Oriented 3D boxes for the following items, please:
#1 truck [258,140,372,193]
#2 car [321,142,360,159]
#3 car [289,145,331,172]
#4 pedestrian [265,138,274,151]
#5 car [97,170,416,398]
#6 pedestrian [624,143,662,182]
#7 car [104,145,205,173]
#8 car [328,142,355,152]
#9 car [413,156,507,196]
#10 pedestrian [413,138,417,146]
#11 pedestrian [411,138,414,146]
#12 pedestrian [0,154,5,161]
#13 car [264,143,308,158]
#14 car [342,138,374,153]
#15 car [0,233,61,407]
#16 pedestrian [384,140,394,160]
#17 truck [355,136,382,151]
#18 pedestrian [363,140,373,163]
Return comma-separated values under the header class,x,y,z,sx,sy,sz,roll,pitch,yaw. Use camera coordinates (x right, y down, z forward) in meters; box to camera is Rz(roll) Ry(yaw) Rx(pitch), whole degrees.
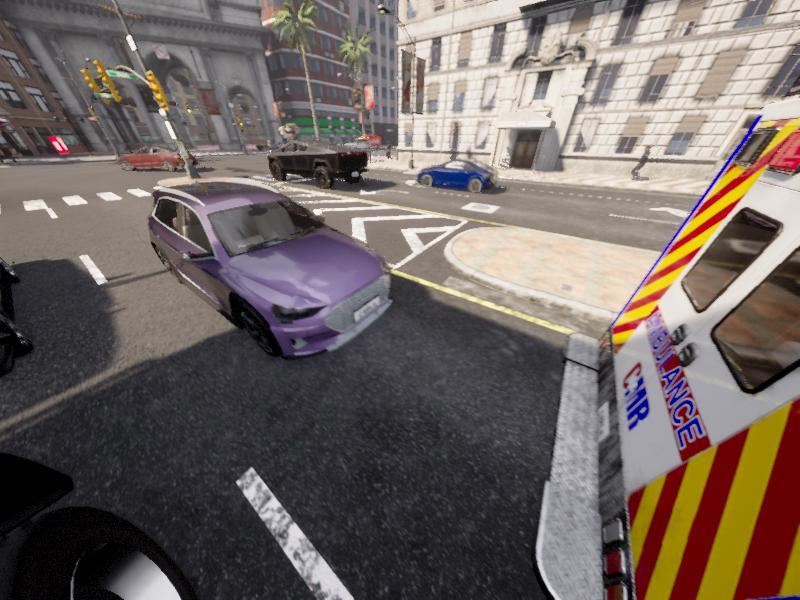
class,x,y,z,sx,sy,sz,roll,pitch,yaw
truck,-4.824,-7.738,13.029,6.274,2.098,2.390,22,41,28
car,-7.747,-19.863,30.619,2.033,1.649,4.856,18,39,24
car,-7.684,-12.056,19.563,1.851,1.617,3.988,-23,41,-29
pedestrian,-23.377,-27.948,41.460,0.751,1.860,0.751,-7,36,-10
car,-2.376,-0.925,3.790,4.856,1.649,2.033,22,41,28
pedestrian,13.946,-7.906,13.316,0.751,1.860,0.751,25,42,30
car,-18.715,-10.923,17.853,5.027,1.651,2.152,2,35,2
car,-10.636,-28.133,42.492,1.812,1.442,4.674,22,41,28
car,3.040,-6.701,12.254,4.181,1.385,1.994,22,41,28
pedestrian,4.428,-45.433,66.489,0.751,1.860,0.751,-29,45,-35
pedestrian,3.622,-45.399,66.435,0.751,1.860,0.751,5,35,6
pedestrian,-38.916,-14.135,21.738,0.751,1.860,0.751,-16,39,-22
car,-15.540,-20.667,31.802,2.128,1.511,4.902,22,40,27
car,-7.378,-27.485,41.062,2.150,2.045,5.566,23,42,28
car,-6.611,-0.083,2.770,5.357,1.411,2.033,22,41,28
pedestrian,-1.245,-16.699,25.674,0.751,1.860,0.751,18,39,23
truck,-6.341,-31.966,47.085,2.627,2.467,5.204,22,40,28
pedestrian,-3.131,-14.643,22.742,0.751,1.860,0.751,0,35,-1
